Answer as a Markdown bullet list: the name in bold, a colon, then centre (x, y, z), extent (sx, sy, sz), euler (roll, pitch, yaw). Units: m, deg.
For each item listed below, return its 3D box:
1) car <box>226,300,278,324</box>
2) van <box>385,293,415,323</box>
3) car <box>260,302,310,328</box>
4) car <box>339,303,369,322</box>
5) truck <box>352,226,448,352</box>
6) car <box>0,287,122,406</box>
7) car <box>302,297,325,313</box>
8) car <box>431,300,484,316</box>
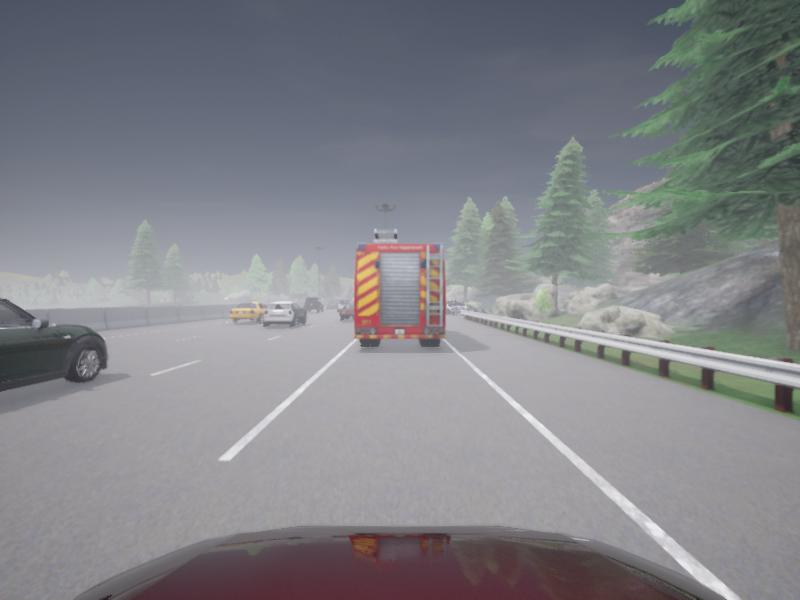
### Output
- **car**: centre (-10.518, 0.798, 28.976), extent (1.801, 1.575, 5.366), euler (0, 0, 0)
- **van**: centre (-0.017, 0.567, 29.766), extent (2.069, 2.038, 4.480), euler (0, 0, 0)
- **car**: centre (-7.010, 0.850, 24.765), extent (1.970, 1.475, 3.806), euler (0, 0, 0)
- **car**: centre (-3.525, 0.940, 31.470), extent (1.895, 1.301, 4.718), euler (0, 0, 0)
- **truck**: centre (-0.002, -0.324, 16.330), extent (2.891, 3.827, 8.468), euler (0, 0, 0)
- **car**: centre (-7.003, 0.692, 6.278), extent (2.097, 1.767, 4.553), euler (0, 0, 0)
- **car**: centre (-10.574, 0.638, 49.156), extent (1.905, 1.878, 3.866), euler (0, 0, 0)
- **car**: centre (5.834, 0.820, 40.727), extent (4.974, 1.542, 2.038), euler (0, 1, -13)
